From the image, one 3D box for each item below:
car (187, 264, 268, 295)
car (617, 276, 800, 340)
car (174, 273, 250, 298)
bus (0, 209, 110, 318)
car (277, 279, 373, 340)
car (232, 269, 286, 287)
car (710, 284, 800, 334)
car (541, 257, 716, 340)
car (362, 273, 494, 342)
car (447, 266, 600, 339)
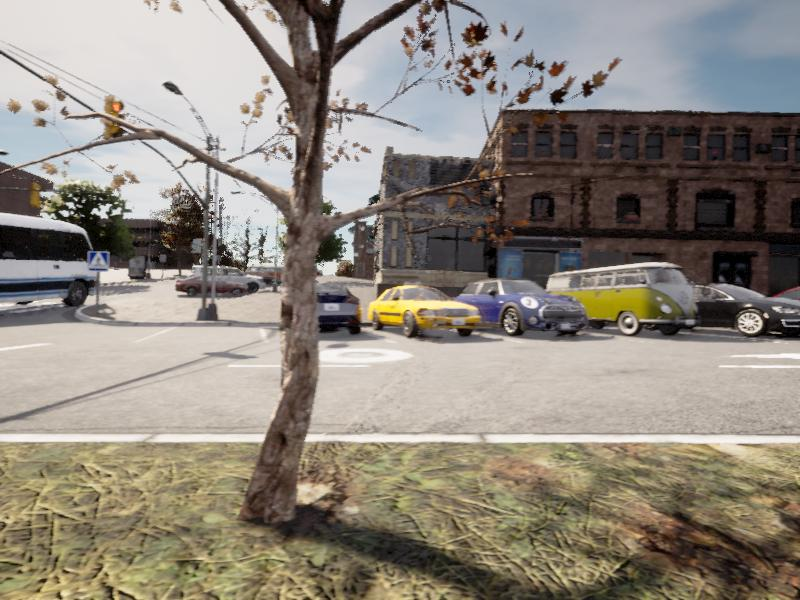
[{"bbox_3d":[-13.407,-1.593,31.219,5.566,2.045,2.435,1,5,-25],"label":"car"},{"bbox_3d":[9.484,0.230,12.114,2.231,1.521,4.892,1,-1,-19],"label":"car"},{"bbox_3d":[-13.191,-1.022,28.234,4.674,1.452,2.002,1,5,-25],"label":"car"},{"bbox_3d":[-17.558,-1.563,16.210,3.944,4.253,10.273,3,5,2],"label":"bus"},{"bbox_3d":[-2.552,0.256,12.433,2.163,1.488,4.792,0,-1,-20],"label":"car"},{"bbox_3d":[-14.193,-2.188,40.222,4.892,1.521,2.231,1,5,-25],"label":"car"},{"bbox_3d":[12.501,0.270,12.020,2.002,1.452,4.674,0,-1,-19],"label":"car"},{"bbox_3d":[6.505,-0.001,12.065,1.878,1.987,4.442,1,-1,-19],"label":"car"},{"bbox_3d":[0.487,0.217,12.068,1.946,1.575,5.366,1,-1,-20],"label":"car"},{"bbox_3d":[3.435,0.099,12.248,2.185,1.767,4.553,1,-1,-20],"label":"car"}]
